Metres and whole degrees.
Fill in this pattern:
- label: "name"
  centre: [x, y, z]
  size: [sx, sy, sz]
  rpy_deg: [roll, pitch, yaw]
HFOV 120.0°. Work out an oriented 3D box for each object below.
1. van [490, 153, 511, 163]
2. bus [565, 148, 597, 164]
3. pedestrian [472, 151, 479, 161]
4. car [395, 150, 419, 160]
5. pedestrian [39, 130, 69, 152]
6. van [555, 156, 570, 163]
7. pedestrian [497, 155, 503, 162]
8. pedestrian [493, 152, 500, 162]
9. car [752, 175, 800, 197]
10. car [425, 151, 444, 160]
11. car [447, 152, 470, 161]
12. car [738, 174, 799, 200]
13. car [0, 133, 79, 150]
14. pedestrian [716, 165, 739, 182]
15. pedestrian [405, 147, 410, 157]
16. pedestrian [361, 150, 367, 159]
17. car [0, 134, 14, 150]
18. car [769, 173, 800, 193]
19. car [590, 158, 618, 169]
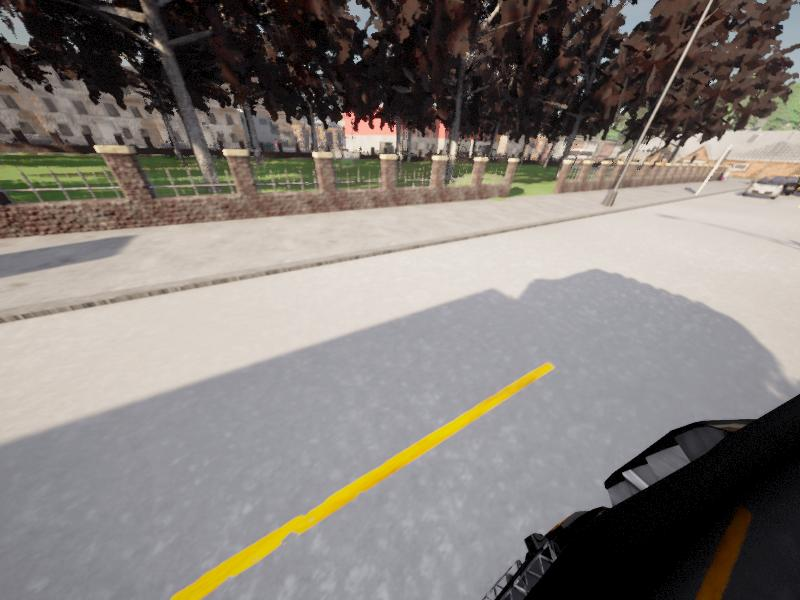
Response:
- label: "van"
  centre: [26.110, -37.049, 60.104]
  size: [4.480, 2.038, 2.069]
  rpy_deg: [-14, 37, -24]
- label: "bus"
  centre: [64.933, -51.538, 82.813]
  size: [10.273, 4.253, 3.944]
  rpy_deg: [-16, 38, -26]
- label: "pedestrian"
  centre: [16.459, -31.433, 50.467]
  size: [0.751, 1.860, 0.751]
  rpy_deg: [-16, 38, -26]
- label: "car"
  centre: [1.374, -29.948, 47.615]
  size: [4.514, 1.525, 2.007]
  rpy_deg: [-16, 38, -26]
- label: "pedestrian"
  centre: [-36.924, -16.982, 24.691]
  size: [0.751, 1.860, 0.751]
  rpy_deg: [-9, 36, -18]
- label: "van"
  centre: [55.305, -47.947, 78.738]
  size: [4.442, 1.987, 1.775]
  rpy_deg: [-16, 38, -26]
- label: "pedestrian"
  centre: [23.568, -33.261, 54.260]
  size: [0.751, 1.300, 0.751]
  rpy_deg: [-18, 39, -28]
- label: "pedestrian"
  centre: [22.410, -33.134, 53.477]
  size: [0.751, 1.860, 0.751]
  rpy_deg: [-16, 38, -26]
- label: "car"
  centre: [34.897, -10.493, 21.101]
  size: [5.357, 1.411, 2.033]
  rpy_deg: [-16, 38, -26]
- label: "car"
  centre: [7.500, -31.708, 50.707]
  size: [3.705, 1.549, 1.789]
  rpy_deg: [-16, 38, -26]
- label: "car"
  centre: [13.657, -33.446, 53.836]
  size: [4.892, 1.490, 1.837]
  rpy_deg: [-16, 38, -27]
- label: "car"
  centre: [29.041, -8.947, 18.209]
  size: [3.633, 1.501, 1.845]
  rpy_deg: [-17, 39, -27]
- label: "car"
  centre: [-44.185, -19.447, 28.383]
  size: [4.902, 1.511, 2.128]
  rpy_deg: [-16, 38, -26]
- label: "pedestrian"
  centre: [41.682, -16.127, 29.425]
  size: [0.751, 1.860, 0.751]
  rpy_deg: [-16, 38, -26]
- label: "pedestrian"
  centre: [1.894, -35.449, 55.379]
  size: [0.751, 1.860, 0.751]
  rpy_deg: [-20, 40, -31]
- label: "pedestrian"
  centre: [-6.098, -24.742, 39.203]
  size: [0.751, 1.300, 0.751]
  rpy_deg: [-16, 38, -26]
- label: "car"
  centre: [-44.789, -16.678, 24.212]
  size: [3.806, 1.475, 1.970]
  rpy_deg: [-16, 38, -26]
- label: "car"
  centre: [41.326, -12.326, 24.175]
  size: [5.366, 1.575, 1.801]
  rpy_deg: [-16, 38, -25]
- label: "car"
  centre: [44.381, -29.804, 50.329]
  size: [1.905, 1.878, 3.866]
  rpy_deg: [-16, 38, -26]
